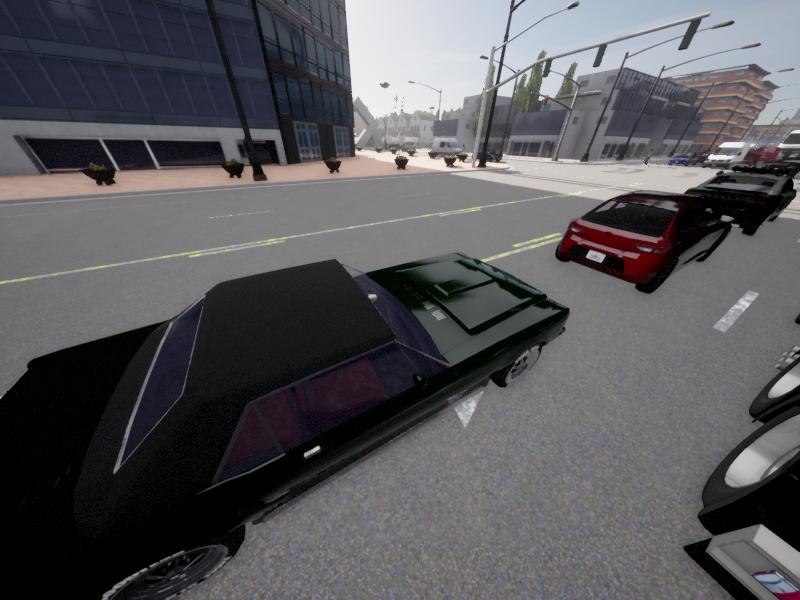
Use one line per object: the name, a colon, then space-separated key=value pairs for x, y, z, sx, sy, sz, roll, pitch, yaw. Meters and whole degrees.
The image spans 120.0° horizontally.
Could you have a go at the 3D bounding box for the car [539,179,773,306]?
car: x=5.386 y=-1.535 z=4.957 sx=4.193 sy=1.474 sz=1.816 roll=-18 pitch=39 yaw=-24

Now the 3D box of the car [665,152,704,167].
car: x=36.311 y=-17.992 z=29.482 sx=4.193 sy=1.474 sz=1.816 roll=-17 pitch=38 yaw=-24

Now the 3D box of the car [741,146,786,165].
car: x=53.905 y=-21.487 z=34.256 sx=5.566 sy=2.045 sz=2.150 roll=-18 pitch=39 yaw=-24

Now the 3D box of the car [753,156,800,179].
car: x=33.967 y=-11.326 z=19.692 sx=5.008 sy=1.535 sz=1.882 roll=-5 pitch=35 yaw=-9

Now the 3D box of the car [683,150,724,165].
car: x=42.700 y=-20.041 z=32.458 sx=5.238 sy=1.638 sz=1.930 roll=-17 pitch=38 yaw=-24

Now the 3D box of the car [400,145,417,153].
car: x=1.898 y=-34.281 z=52.332 sx=2.033 sy=1.411 sz=5.357 roll=-10 pitch=36 yaw=-15

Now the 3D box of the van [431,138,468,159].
van: x=7.435 y=-23.508 z=35.779 sx=1.988 sy=2.561 sz=5.915 roll=-17 pitch=38 yaw=-24

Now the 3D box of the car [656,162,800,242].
car: x=11.383 y=-3.491 z=7.706 sx=5.238 sy=1.638 sz=1.930 roll=-18 pitch=39 yaw=-24

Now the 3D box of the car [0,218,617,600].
car: x=-0.485 y=0.414 z=2.264 sx=4.718 sy=1.301 sz=1.895 roll=-18 pitch=39 yaw=-24

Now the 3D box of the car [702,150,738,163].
car: x=49.427 y=-22.143 z=35.631 sx=5.008 sy=1.535 sz=1.882 roll=-18 pitch=39 yaw=-24

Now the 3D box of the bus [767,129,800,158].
bus: x=75.087 y=-29.255 z=43.281 sx=10.273 sy=4.253 sz=3.944 roll=-18 pitch=39 yaw=-24

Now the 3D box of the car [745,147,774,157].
car: x=70.744 y=-29.140 z=45.442 sx=5.008 sy=1.535 sz=1.882 roll=-18 pitch=39 yaw=-24

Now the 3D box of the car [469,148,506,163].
car: x=11.386 y=-18.976 z=30.231 sx=1.816 sy=1.474 sz=4.193 roll=-17 pitch=38 yaw=-24

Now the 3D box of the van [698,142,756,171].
van: x=36.812 y=-16.245 z=26.029 sx=5.915 sy=2.561 sz=1.988 roll=-19 pitch=39 yaw=-26

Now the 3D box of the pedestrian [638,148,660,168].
pedestrian: x=28.397 y=-16.239 z=26.366 sx=0.751 sy=1.860 sz=0.751 roll=14 pitch=37 yaw=18

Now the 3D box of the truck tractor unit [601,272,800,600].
truck tractor unit: x=5.123 y=-0.289 z=0.764 sx=6.516 sy=4.208 sz=3.053 roll=-18 pitch=39 yaw=-24
